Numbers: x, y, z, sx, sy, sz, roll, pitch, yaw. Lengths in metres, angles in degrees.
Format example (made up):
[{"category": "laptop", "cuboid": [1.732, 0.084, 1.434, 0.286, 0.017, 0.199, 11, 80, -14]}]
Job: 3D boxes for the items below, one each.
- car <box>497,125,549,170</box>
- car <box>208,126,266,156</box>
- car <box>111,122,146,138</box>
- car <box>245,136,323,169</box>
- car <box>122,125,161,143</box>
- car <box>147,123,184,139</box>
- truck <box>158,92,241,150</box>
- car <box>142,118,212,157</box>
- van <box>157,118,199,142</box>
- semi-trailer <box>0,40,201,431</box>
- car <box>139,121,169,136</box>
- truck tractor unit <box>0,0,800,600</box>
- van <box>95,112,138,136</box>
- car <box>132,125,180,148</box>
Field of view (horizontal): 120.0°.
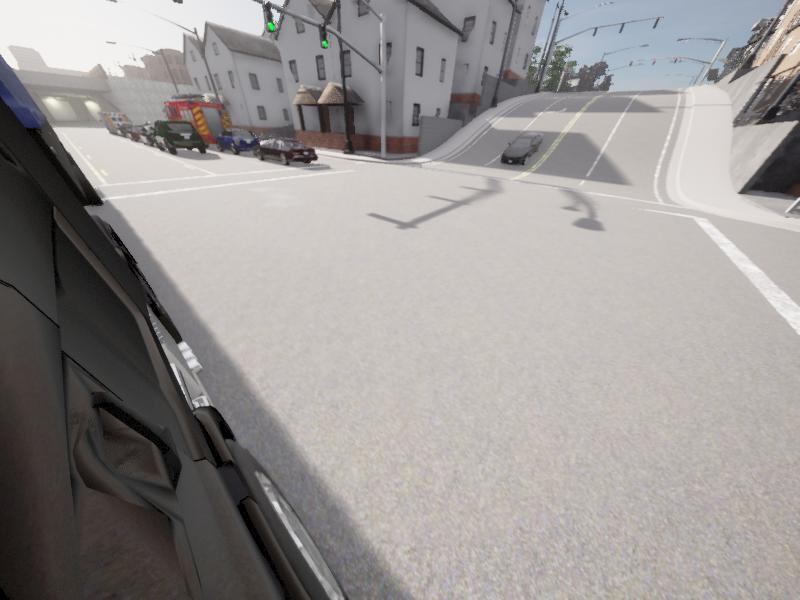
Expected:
[{"category": "car", "cuboid": [10.059, -12.517, 18.816, 1.882, 1.535, 5.008, 27, 58, 29]}, {"category": "car", "cuboid": [-13.448, -13.194, 19.072, 4.553, 1.767, 2.097, 28, 43, 30]}, {"category": "car", "cuboid": [-33.644, -21.066, 28.618, 4.892, 1.490, 1.837, 28, 43, 30]}, {"category": "car", "cuboid": [-7.823, -10.064, 15.562, 5.357, 1.411, 2.033, 26, 42, 28]}, {"category": "car", "cuboid": [-27.856, -17.927, 24.871, 4.181, 1.385, 1.994, 29, 44, 31]}, {"category": "car", "cuboid": [-31.151, -22.468, 30.652, 4.902, 1.511, 2.128, 28, 43, 30]}, {"category": "truck", "cuboid": [-19.490, -17.238, 22.425, 8.468, 3.827, 2.891, 28, 43, 30]}, {"category": "car", "cuboid": [-17.125, -12.527, 17.725, 5.566, 2.045, 2.150, 28, 43, 30]}, {"category": "van", "cuboid": [-26.211, -20.067, 27.295, 4.480, 2.038, 2.069, 28, 43, 30]}, {"category": "semi-trailer", "cuboid": [-8.702, -3.589, 4.242, 14.254, 4.402, 2.717, 28, 43, 30]}, {"category": "car", "cuboid": [-35.888, -25.029, 33.715, 3.988, 1.617, 1.851, 28, 43, 30]}, {"category": "truck tractor unit", "cuboid": [-2.645, -0.295, 0.351, 6.516, 4.208, 3.053, 28, 44, 30]}, {"category": "van", "cuboid": [-39.523, -24.575, 32.180, 6.366, 2.431, 2.351, 28, 43, 30]}, {"category": "car", "cuboid": [-22.779, -15.300, 21.557, 4.892, 1.490, 1.837, 28, 43, 30]}]
